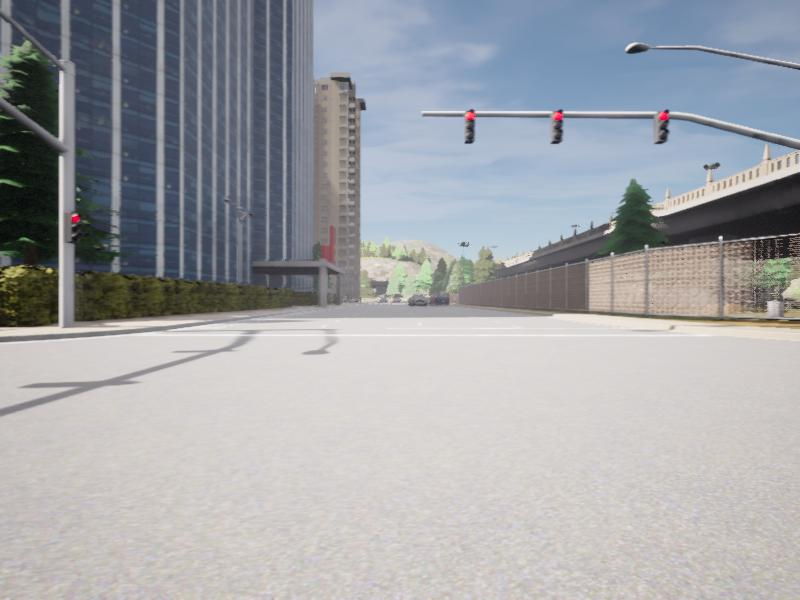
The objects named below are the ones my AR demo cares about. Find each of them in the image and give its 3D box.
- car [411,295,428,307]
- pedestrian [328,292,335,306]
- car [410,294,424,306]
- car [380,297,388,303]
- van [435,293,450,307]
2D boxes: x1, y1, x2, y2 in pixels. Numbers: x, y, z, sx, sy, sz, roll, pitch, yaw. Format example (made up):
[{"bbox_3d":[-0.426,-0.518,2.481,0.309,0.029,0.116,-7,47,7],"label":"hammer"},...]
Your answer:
[{"bbox_3d":[2.605,0.169,54.273,2.038,1.542,4.974,0,0,0],"label":"car"},{"bbox_3d":[-9.137,-0.192,53.532,0.751,1.860,0.751,0,0,-1],"label":"pedestrian"},{"bbox_3d":[2.619,0.033,62.180,2.097,1.767,4.553,0,0,0],"label":"car"},{"bbox_3d":[-4.298,0.094,107.895,2.038,1.542,4.974,0,0,0],"label":"car"},{"bbox_3d":[6.111,-0.055,58.297,1.775,1.987,4.442,0,0,0],"label":"van"}]
